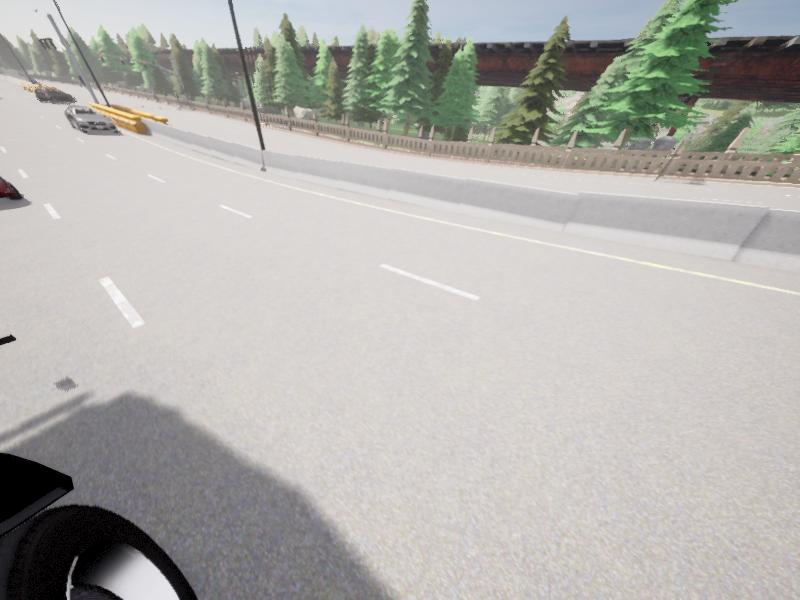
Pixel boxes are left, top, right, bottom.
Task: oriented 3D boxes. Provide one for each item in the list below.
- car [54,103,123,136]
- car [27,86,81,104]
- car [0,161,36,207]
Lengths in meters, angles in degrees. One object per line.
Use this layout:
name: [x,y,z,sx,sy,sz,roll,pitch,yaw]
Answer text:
car: [-26.295,-15.271,19.524,5.027,1.651,2.152,28,43,24]
car: [-50.569,-30.016,33.910,1.851,1.617,3.988,2,39,-6]
car: [-13.810,-3.841,6.939,3.633,1.501,1.845,19,40,18]
